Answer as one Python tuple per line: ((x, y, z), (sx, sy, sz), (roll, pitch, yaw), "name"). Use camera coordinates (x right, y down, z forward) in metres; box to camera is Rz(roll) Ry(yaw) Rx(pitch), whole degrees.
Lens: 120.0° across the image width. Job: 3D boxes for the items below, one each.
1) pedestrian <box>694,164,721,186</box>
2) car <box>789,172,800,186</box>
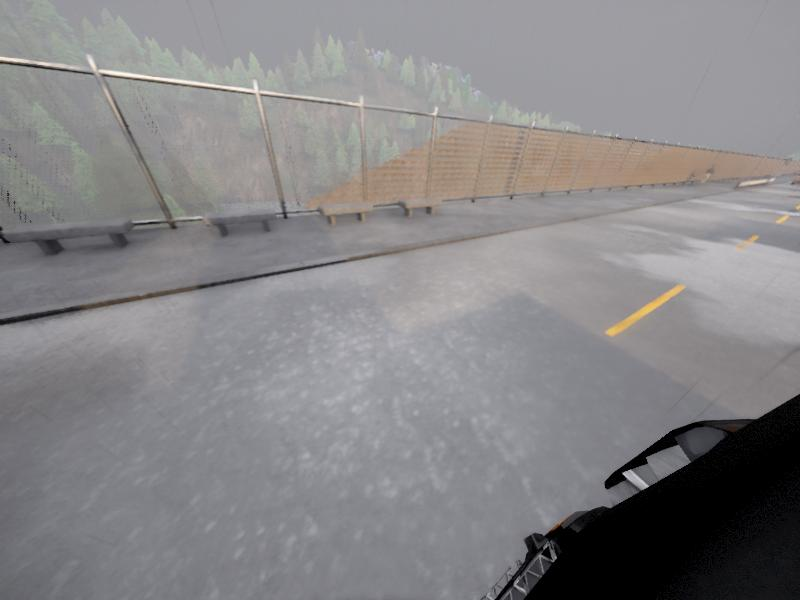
((31.114, -12.650, 23.390), (0.751, 1.860, 0.751), (-15, 38, -25), "pedestrian")
((56.189, -16.682, 31.593), (4.553, 1.767, 2.097), (-16, 38, -26), "car")
